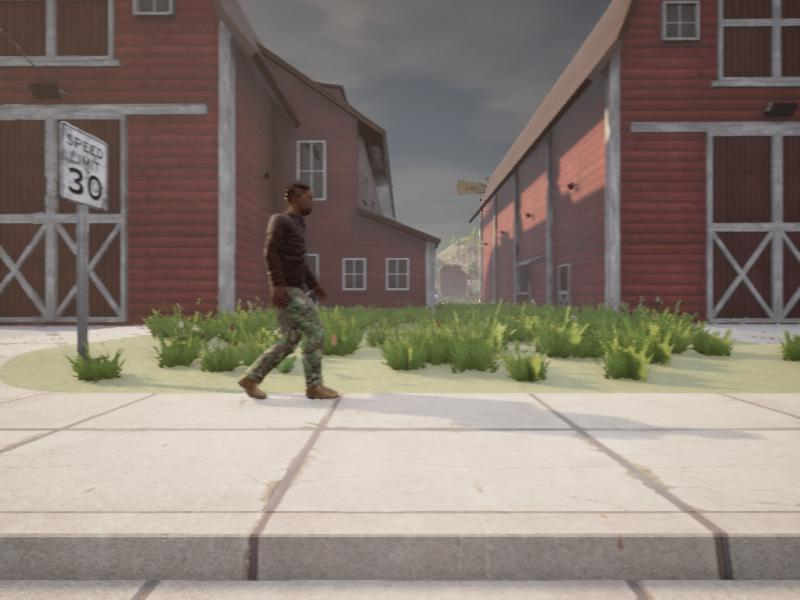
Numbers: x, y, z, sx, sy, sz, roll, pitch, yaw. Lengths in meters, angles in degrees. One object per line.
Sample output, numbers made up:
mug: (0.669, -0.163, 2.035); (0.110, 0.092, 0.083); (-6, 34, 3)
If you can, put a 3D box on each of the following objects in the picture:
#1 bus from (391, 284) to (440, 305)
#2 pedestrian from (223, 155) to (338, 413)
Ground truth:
bus: (3.448, -1.113, 84.192); (10.273, 4.253, 3.944); (0, 0, -39)
pedestrian: (-0.923, -0.115, 3.281); (0.751, 1.860, 0.751); (0, 0, -3)
